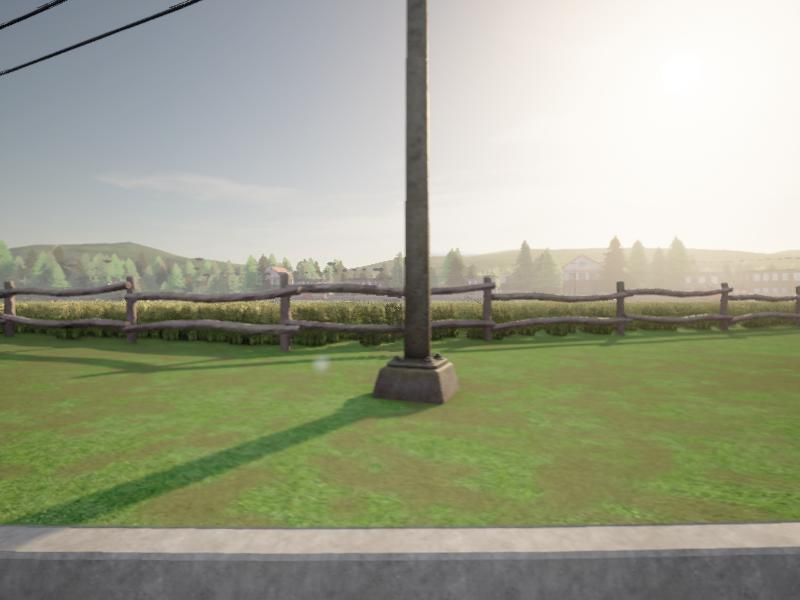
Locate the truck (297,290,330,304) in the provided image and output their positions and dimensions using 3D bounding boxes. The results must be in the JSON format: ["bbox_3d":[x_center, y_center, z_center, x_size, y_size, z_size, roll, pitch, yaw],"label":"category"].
[{"bbox_3d":[-23.543,-0.852,108.321,8.468,3.827,2.891,0,0,20],"label":"truck"}]

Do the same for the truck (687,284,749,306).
[{"bbox_3d":[58.760,-0.901,74.162,8.468,3.827,2.891,0,0,20],"label":"truck"}]
